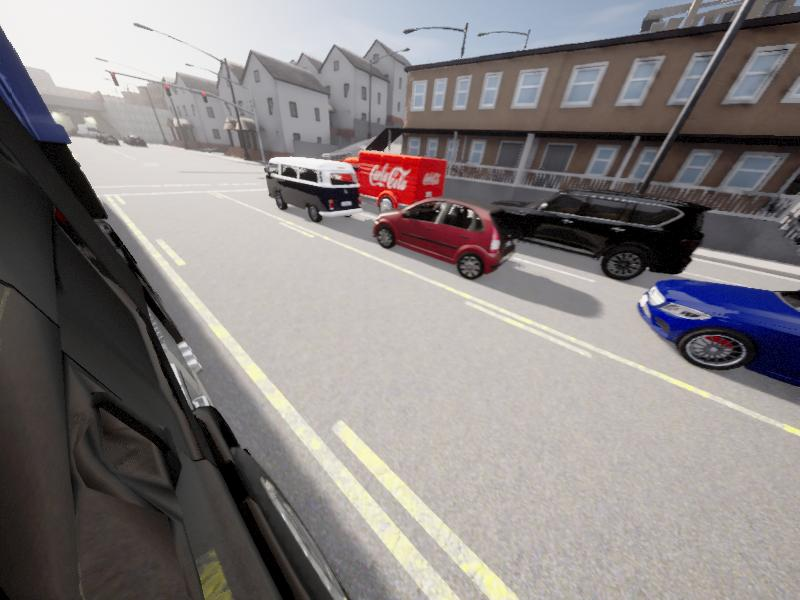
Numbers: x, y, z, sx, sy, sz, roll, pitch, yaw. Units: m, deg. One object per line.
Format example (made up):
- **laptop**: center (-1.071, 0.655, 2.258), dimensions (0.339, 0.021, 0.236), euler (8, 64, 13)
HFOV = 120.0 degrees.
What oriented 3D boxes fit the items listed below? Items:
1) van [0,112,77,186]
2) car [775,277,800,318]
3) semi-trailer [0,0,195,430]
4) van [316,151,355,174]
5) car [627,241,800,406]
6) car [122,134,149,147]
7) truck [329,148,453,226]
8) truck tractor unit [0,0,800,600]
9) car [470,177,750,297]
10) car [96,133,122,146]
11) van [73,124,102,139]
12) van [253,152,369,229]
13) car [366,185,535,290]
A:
- **van**: center (-17.876, -7.220, 10.909), dimensions (5.915, 2.561, 1.988), euler (27, 37, 30)
- **car**: center (11.070, 0.501, 3.765), dimensions (4.553, 1.767, 2.097), euler (27, 37, 30)
- **semi-trailer**: center (-8.667, -3.480, 4.460), dimensions (14.254, 4.402, 2.717), euler (26, 37, 31)
- **van**: center (-8.231, -17.840, 29.864), dimensions (1.775, 1.987, 4.442), euler (26, 46, 29)
- **car**: center (6.413, 0.700, 3.028), dimensions (4.674, 1.442, 1.812), euler (27, 37, 30)
- **car**: center (-49.442, -29.759, 43.187), dimensions (4.611, 1.667, 2.242), euler (27, 37, 30)
- **truck**: center (-0.643, -5.586, 11.100), dimensions (5.204, 2.467, 2.627), euler (28, 38, 31)
- **truck tractor unit**: center (-2.645, -0.295, 0.351), dimensions (6.516, 4.208, 3.053), euler (28, 44, 30)
- **car**: center (5.479, -2.398, 7.323), dimensions (5.566, 2.045, 2.150), euler (27, 37, 30)
- **car**: center (-50.424, -27.818, 40.023), dimensions (4.514, 1.525, 2.007), euler (27, 37, 30)
- **van**: center (-76.144, -41.044, 56.311), dimensions (5.915, 2.561, 1.988), euler (18, 34, 19)
- **van**: center (-3.602, -4.590, 9.420), dimensions (4.480, 2.038, 2.069), euler (27, 37, 30)
- **car**: center (1.125, -2.029, 6.445), dimensions (3.988, 1.617, 1.851), euler (27, 37, 30)
